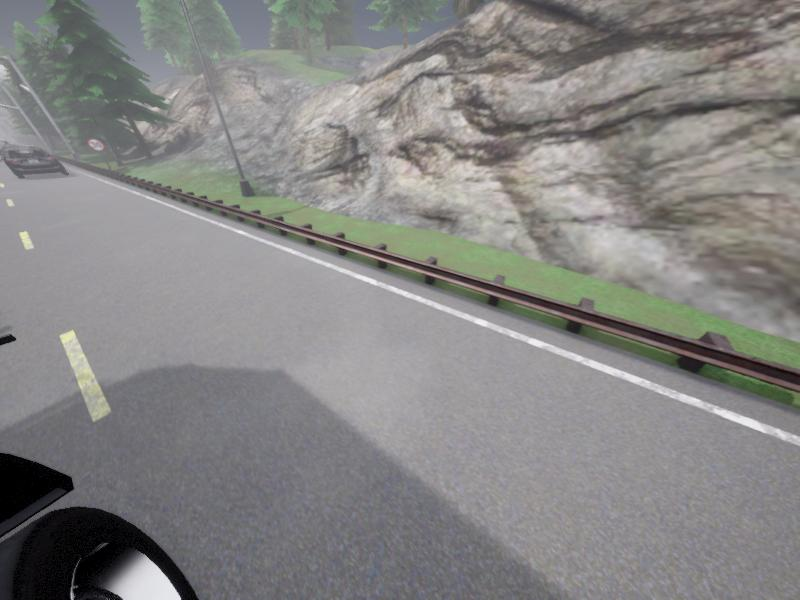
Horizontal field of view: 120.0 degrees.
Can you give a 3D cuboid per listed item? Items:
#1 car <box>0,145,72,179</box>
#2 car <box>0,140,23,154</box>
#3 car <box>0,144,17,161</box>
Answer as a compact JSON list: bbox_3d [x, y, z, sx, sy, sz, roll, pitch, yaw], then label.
[{"bbox_3d":[-25.309,-9.572,15.854,4.611,1.667,2.242,22,40,27],"label":"car"},{"bbox_3d":[-60.202,-23.254,35.129,4.611,1.667,2.242,21,40,27],"label":"car"},{"bbox_3d":[-44.018,-15.184,23.895,4.892,1.490,1.837,-2,34,0],"label":"car"}]
